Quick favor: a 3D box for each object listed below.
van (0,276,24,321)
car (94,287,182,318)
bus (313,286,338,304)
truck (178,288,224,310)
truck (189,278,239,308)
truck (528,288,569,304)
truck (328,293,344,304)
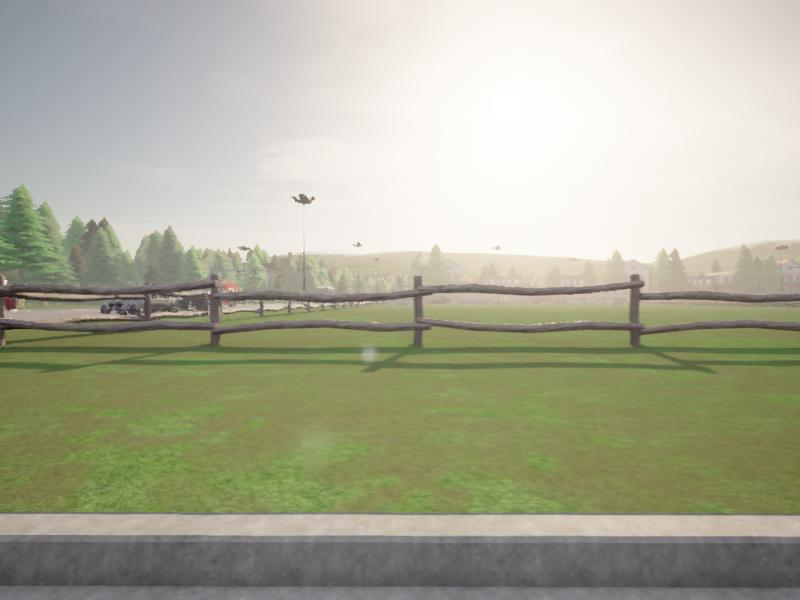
[{"bbox_3d":[-19.094,-0.041,16.955,2.069,2.038,4.480,0,1,1],"label":"van"},{"bbox_3d":[-15.503,0.150,24.066,2.242,1.667,4.611,0,0,1],"label":"car"},{"bbox_3d":[-17.878,-1.143,96.381,3.944,4.253,10.273,0,0,1],"label":"bus"},{"bbox_3d":[-20.241,-0.065,41.136,2.390,2.098,6.274,0,0,-8],"label":"truck"},{"bbox_3d":[-25.566,-0.929,55.650,2.891,3.827,8.468,0,0,1],"label":"truck"},{"bbox_3d":[33.997,-0.910,91.852,8.468,3.827,2.891,0,0,0],"label":"truck"},{"bbox_3d":[-14.569,-0.248,91.314,2.627,2.467,5.204,0,0,1],"label":"truck"}]
